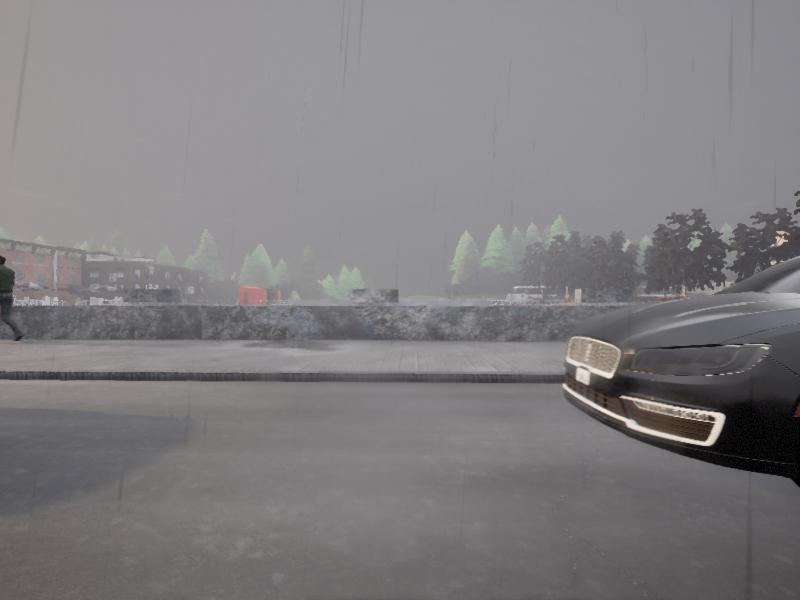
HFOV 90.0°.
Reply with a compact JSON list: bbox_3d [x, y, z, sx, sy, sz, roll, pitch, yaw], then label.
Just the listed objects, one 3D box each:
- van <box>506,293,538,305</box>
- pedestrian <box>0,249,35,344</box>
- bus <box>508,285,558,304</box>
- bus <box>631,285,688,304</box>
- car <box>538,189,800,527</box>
[{"bbox_3d":[26.872,-0.227,88.316,6.366,2.431,2.351,0,0,2],"label":"van"},{"bbox_3d":[-8.238,-0.067,8.234,0.751,1.860,0.751,0,0,4],"label":"pedestrian"},{"bbox_3d":[30.507,-1.139,92.080,10.273,4.253,3.944,0,0,2],"label":"bus"},{"bbox_3d":[59.046,-1.139,91.143,10.273,4.253,3.944,0,0,2],"label":"bus"},{"bbox_3d":[3.670,0.243,2.617,4.892,1.490,1.837,0,0,2],"label":"car"}]
